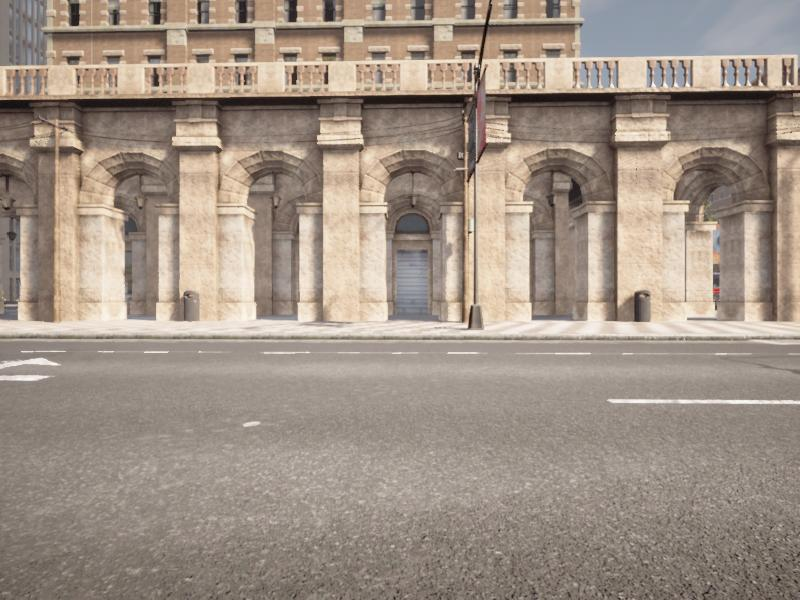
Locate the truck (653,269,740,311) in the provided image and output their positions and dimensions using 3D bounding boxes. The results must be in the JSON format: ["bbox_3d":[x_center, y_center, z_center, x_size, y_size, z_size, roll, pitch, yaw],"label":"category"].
[{"bbox_3d":[30.322,-0.920,41.492,2.891,3.827,8.468,0,0,2],"label":"truck"}]

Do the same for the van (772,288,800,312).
[{"bbox_3d":[33.603,-0.001,33.024,1.775,1.987,4.442,0,0,2],"label":"van"}]

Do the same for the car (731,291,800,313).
[{"bbox_3d":[30.094,0.178,32.734,2.033,1.649,4.856,0,0,2],"label":"car"}]
